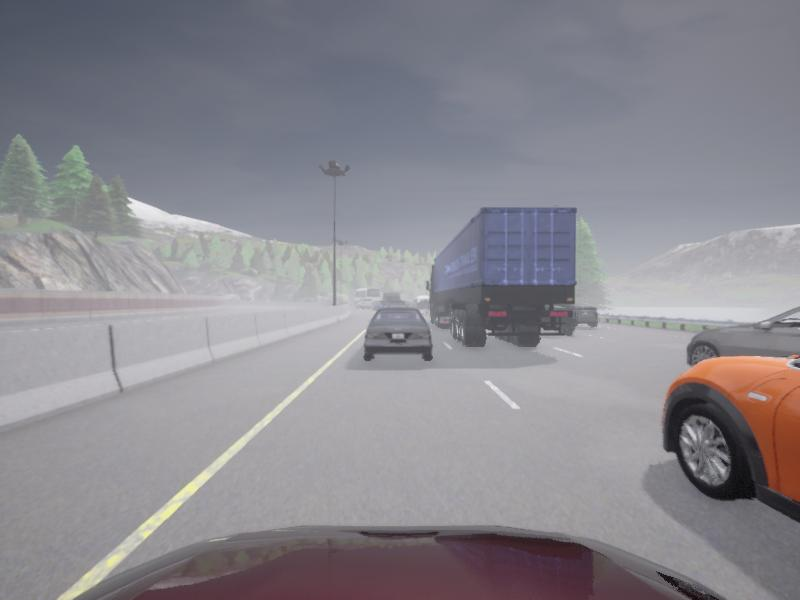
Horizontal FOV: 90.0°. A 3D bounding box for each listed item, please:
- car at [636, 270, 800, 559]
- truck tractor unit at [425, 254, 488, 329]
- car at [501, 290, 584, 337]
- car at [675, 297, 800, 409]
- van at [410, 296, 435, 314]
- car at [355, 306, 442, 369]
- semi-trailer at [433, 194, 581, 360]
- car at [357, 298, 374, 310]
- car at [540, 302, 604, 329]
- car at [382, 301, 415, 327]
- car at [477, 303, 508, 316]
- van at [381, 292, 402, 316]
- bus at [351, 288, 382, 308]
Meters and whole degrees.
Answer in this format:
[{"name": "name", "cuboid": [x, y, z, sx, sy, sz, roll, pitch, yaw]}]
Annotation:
[{"name": "car", "cuboid": [3.491, 0.699, 1.848, 2.097, 1.767, 4.553, 0, 0, 0]}, {"name": "truck tractor unit", "cuboid": [3.377, -0.477, 25.662, 3.053, 4.208, 6.516, 0, 0, 0]}, {"name": "car", "cuboid": [6.905, 0.601, 20.188, 2.150, 2.045, 5.566, 0, 0, 0]}, {"name": "car", "cuboid": [6.970, 0.788, 6.046, 2.152, 1.651, 5.027, 0, 0, 0]}, {"name": "van", "cuboid": [2.510, 0.631, 45.923, 2.069, 2.038, 4.480, 0, -2, -6]}, {"name": "car", "cuboid": [-0.056, 0.914, 12.050, 2.033, 1.411, 5.357, 0, 0, 0]}, {"name": "semi-trailer", "cuboid": [3.418, -0.588, 17.747, 2.717, 4.402, 14.254, 0, 0, 0]}, {"name": "car", "cuboid": [-6.481, 0.685, 74.002, 2.150, 2.045, 5.566, 0, 0, -16]}, {"name": "car", "cuboid": [10.385, 0.867, 24.567, 2.007, 1.525, 4.514, 0, 0, 0]}, {"name": "car", "cuboid": [-0.126, 0.870, 27.142, 2.038, 1.542, 4.974, 0, 0, 0]}, {"name": "car", "cuboid": [9.808, 1.011, 42.807, 1.895, 1.301, 4.718, 0, 0, -4]}, {"name": "van", "cuboid": [-1.080, 0.398, 46.666, 1.988, 2.561, 5.915, 0, 0, -6]}, {"name": "bus", "cuboid": [-7.433, -0.397, 87.327, 3.944, 4.253, 10.273, 0, 0, -21]}]
